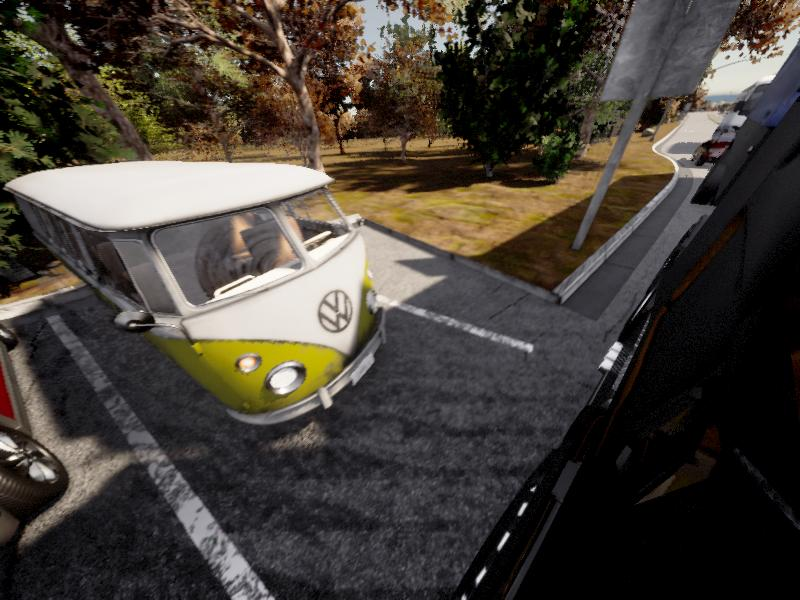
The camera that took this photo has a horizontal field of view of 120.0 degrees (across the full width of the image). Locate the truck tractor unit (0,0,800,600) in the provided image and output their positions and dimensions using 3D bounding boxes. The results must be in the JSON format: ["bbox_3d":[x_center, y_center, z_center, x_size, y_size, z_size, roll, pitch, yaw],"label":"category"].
[{"bbox_3d":[2.645,-0.295,0.352,6.516,4.208,3.053,-28,44,-30],"label":"truck tractor unit"}]

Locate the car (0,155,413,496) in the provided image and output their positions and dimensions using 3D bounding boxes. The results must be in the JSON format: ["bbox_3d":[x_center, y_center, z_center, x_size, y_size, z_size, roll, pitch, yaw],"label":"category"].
[{"bbox_3d":[-2.267,-0.451,2.722,4.442,1.987,1.878,18,41,26],"label":"car"}]

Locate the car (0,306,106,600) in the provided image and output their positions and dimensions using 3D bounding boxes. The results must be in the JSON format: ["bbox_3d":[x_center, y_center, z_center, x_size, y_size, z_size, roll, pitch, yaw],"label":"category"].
[{"bbox_3d":[-4.620,0.806,1.359,4.553,1.767,2.185,18,41,26],"label":"car"}]

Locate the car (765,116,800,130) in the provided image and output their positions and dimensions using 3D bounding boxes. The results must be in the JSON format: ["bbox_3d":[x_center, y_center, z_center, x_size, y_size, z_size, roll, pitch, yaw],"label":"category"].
[{"bbox_3d":[54.406,-25.152,32.864,1.816,1.474,4.193,29,47,35],"label":"car"}]

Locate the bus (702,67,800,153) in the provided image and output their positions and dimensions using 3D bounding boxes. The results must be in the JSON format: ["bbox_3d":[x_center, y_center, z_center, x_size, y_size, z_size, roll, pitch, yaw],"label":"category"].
[{"bbox_3d":[27.614,-14.124,17.569,3.944,4.253,10.273,29,46,36],"label":"bus"}]

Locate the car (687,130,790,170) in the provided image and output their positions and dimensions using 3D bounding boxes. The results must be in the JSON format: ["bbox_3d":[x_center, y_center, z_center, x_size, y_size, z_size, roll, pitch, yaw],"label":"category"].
[{"bbox_3d":[16.875,-7.759,11.852,1.994,1.385,4.181,24,44,33],"label":"car"}]

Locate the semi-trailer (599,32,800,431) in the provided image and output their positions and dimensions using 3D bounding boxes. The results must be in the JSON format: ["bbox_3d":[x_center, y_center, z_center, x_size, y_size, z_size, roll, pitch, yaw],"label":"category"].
[{"bbox_3d":[8.642,-3.642,4.283,14.254,4.402,2.717,-29,44,-30],"label":"semi-trailer"}]
